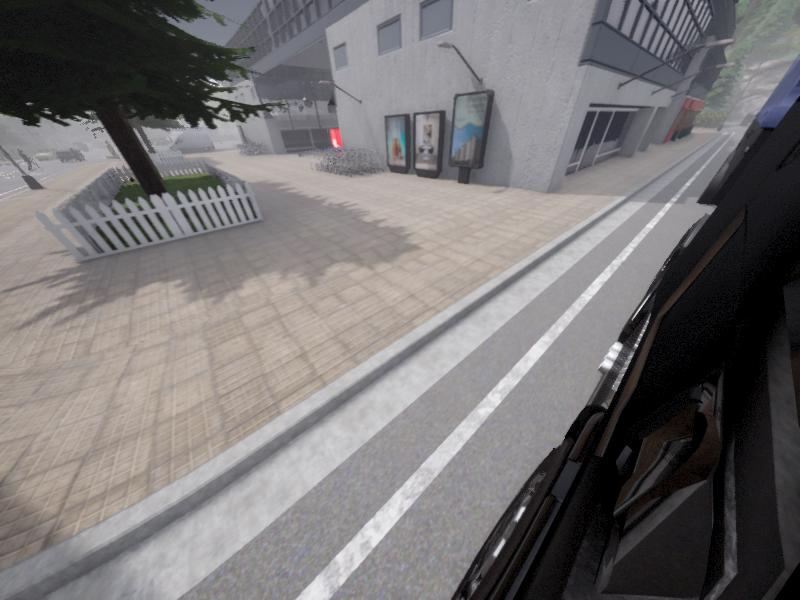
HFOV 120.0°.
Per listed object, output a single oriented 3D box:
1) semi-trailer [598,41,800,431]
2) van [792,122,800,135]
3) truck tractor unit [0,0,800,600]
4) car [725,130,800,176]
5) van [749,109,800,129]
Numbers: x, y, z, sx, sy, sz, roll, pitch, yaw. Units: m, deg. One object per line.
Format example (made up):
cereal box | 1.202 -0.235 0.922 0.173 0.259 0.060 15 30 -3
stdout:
semi-trailer | 8.700 -3.604 4.225 14.254 4.402 2.717 -28 44 -30
van | 43.201 -18.348 23.736 4.480 2.038 2.069 -28 44 -30
truck tractor unit | 2.645 -0.295 0.351 6.516 4.208 3.053 -28 44 -30
car | 17.048 -6.835 10.557 4.181 1.385 1.994 -28 44 -30
van | 53.507 -25.384 32.425 2.069 2.038 4.480 -29 44 -31
